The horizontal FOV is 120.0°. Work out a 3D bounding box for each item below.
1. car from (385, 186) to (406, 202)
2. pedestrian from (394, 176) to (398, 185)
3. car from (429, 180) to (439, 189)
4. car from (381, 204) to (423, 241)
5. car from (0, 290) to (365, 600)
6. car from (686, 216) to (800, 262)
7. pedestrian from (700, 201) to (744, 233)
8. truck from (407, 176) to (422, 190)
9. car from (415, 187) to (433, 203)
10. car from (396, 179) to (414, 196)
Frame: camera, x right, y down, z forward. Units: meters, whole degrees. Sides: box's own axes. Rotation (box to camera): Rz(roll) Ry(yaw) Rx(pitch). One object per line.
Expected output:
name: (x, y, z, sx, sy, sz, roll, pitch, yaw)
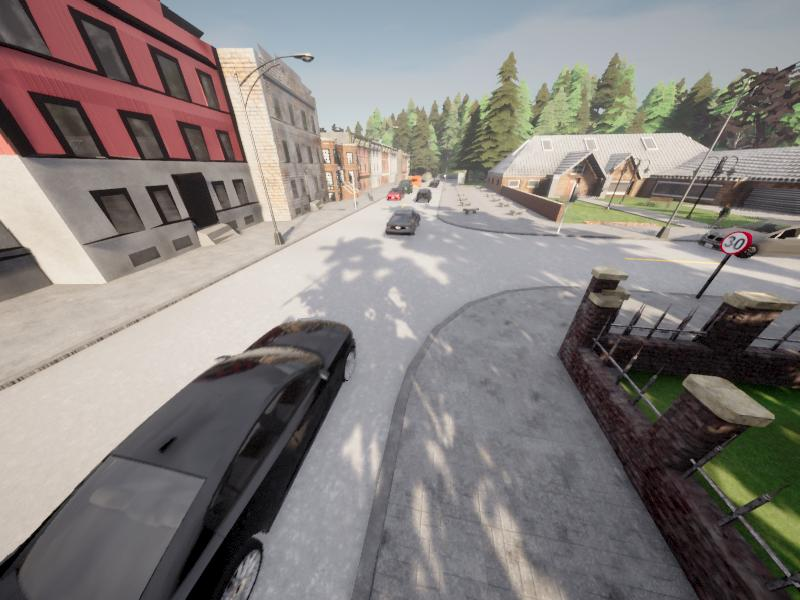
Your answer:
car: (-0.536, -14.777, 32.073, 2.007, 1.525, 4.514, 5, 30, 9)
pedestrian: (-1.029, -29.877, 57.636, 0.751, 1.860, 0.751, 7, 31, 12)
car: (7.773, -26.517, 52.867, 1.837, 1.490, 4.892, 5, 30, 9)
car: (0.324, -5.638, 16.375, 2.033, 1.411, 5.357, 5, 30, 9)
car: (-2.261, 1.738, 3.458, 1.882, 1.535, 5.008, 5, 30, 9)
car: (18.859, -3.159, 11.807, 4.611, 1.667, 2.242, 5, 30, 9)
pedestrian: (21.699, -5.620, 15.622, 0.751, 1.860, 0.751, 9, 31, 16)
truck: (3.235, -25.605, 50.321, 2.627, 2.467, 5.204, 5, 30, 9)
car: (3.315, -14.296, 31.276, 1.837, 1.490, 4.892, 5, 31, 9)
car: (0.881, -19.040, 38.936, 2.150, 2.045, 5.566, 5, 30, 9)
